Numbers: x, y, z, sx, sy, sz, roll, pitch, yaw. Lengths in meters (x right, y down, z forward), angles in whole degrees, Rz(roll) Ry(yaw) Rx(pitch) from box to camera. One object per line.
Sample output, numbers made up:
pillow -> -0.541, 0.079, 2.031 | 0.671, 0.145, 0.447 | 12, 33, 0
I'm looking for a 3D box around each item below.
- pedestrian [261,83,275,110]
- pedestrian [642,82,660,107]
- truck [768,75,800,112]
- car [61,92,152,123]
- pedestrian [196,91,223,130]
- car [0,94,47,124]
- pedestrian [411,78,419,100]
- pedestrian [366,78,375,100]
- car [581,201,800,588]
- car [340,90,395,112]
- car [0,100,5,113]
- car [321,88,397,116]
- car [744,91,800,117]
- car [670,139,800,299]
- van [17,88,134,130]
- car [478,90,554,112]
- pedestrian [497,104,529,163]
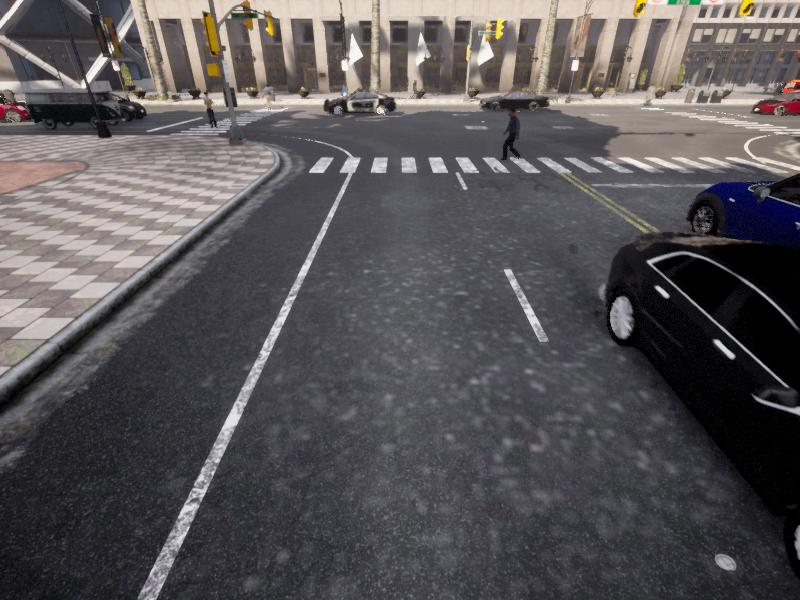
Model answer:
pedestrian -> -10.653, -16.414, 32.238 | 0.751, 1.860, 0.751 | -8, 31, -14
pedestrian -> 21.479, -17.585, 34.243 | 0.751, 1.860, 0.751 | 9, 31, 15
truck -> 32.999, -16.183, 31.287 | 5.204, 2.467, 2.627 | 0, 30, 0
car -> -18.555, -12.309, 25.506 | 3.988, 1.617, 1.851 | -2, 30, -3
pedestrian -> -10.396, -10.375, 21.895 | 0.751, 1.860, 0.751 | -4, 31, -7
car -> -25.030, -11.888, 24.915 | 3.806, 1.475, 1.970 | -7, 31, -12
pedestrian -> 1.468, -20.742, 39.348 | 0.751, 1.860, 0.751 | 1, 30, 2
pedestrian -> -2.821, -20.490, 38.918 | 0.751, 1.860, 0.751 | 1, 30, 1
car -> 3.628, 0.572, 3.557 | 1.837, 1.490, 4.892 | 0, 30, 1
car -> -2.497, -15.840, 31.791 | 4.181, 1.385, 1.994 | 0, 30, 0
car -> -32.678, -14.393, 29.384 | 4.718, 1.301, 1.895 | -10, 32, -17
car -> -2.826, -14.191, 28.696 | 5.238, 1.638, 1.930 | 0, 30, 1
car -> 28.084, -14.009, 28.544 | 4.792, 1.488, 2.163 | 0, 30, 0
car -> 7.074, -1.332, 6.521 | 2.097, 1.767, 4.553 | 0, 30, 0
van -> -17.953, -10.714, 22.399 | 4.442, 1.987, 1.775 | -1, 30, -2
car -> 9.073, -15.807, 31.709 | 5.357, 1.411, 2.033 | 0, 30, 0
pedestrian -> 4.005, -5.966, 14.344 | 0.751, 1.860, 0.751 | 2, 30, 4
